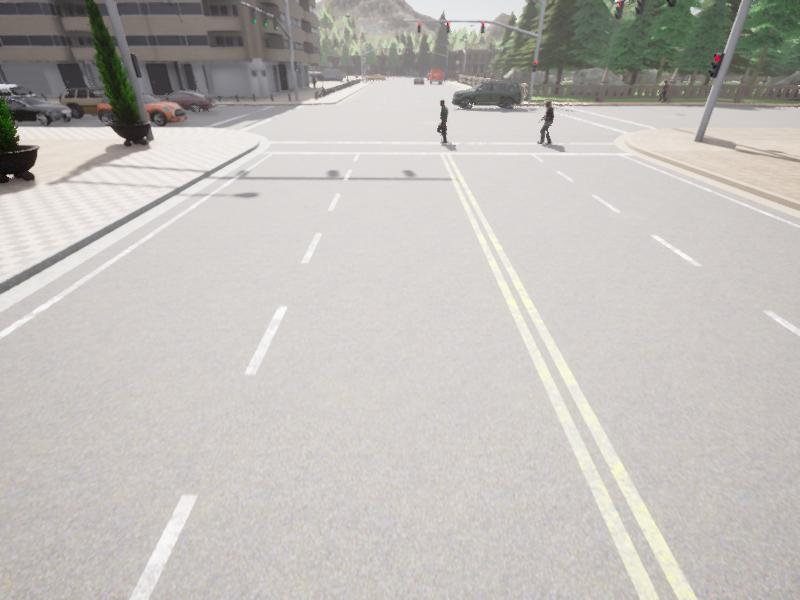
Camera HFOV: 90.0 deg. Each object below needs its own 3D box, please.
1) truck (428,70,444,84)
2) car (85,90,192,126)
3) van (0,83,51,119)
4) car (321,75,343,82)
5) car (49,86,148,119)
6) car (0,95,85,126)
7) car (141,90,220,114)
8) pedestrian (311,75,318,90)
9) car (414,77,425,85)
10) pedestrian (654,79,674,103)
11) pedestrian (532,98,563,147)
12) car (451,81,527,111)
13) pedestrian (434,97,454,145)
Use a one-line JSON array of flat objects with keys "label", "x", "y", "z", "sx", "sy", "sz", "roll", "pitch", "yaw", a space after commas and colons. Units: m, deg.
[{"label": "truck", "x": 7.251, "y": -45.323, "z": 81.350, "sx": 2.627, "sy": 2.467, "sz": 5.204, "roll": 0, "pitch": 30, "yaw": 0}, {"label": "car", "x": -15.240, "y": -11.339, "z": 23.602, "sx": 4.553, "sy": 1.767, "sz": 2.097, "roll": 0, "pitch": 30, "yaw": 1}, {"label": "van", "x": -26.707, "y": -13.265, "z": 26.658, "sx": 4.480, "sy": 2.038, "sz": 2.069, "roll": 0, "pitch": 30, "yaw": 0}, {"label": "car", "x": -15.582, "y": -50.848, "z": 91.849, "sx": 4.674, "sy": 1.442, "sz": 1.812, "roll": 1, "pitch": 30, "yaw": 1}, {"label": "car", "x": -19.919, "y": -13.166, "z": 26.651, "sx": 4.605, "sy": 1.855, "sz": 1.932, "roll": 0, "pitch": 30, "yaw": 0}, {"label": "car", "x": -22.190, "y": -11.254, "z": 23.735, "sx": 4.902, "sy": 1.511, "sz": 2.128, "roll": 0, "pitch": 30, "yaw": 0}, {"label": "car", "x": -16.208, "y": -14.724, "z": 29.757, "sx": 4.674, "sy": 1.442, "sz": 1.812, "roll": 0, "pitch": 30, "yaw": 0}, {"label": "pedestrian", "x": -12.113, "y": -30.744, "z": 56.586, "sx": 0.751, "sy": 1.860, "sz": 0.751, "roll": -4, "pitch": 30, "yaw": -7}, {"label": "car", "x": 3.736, "y": -43.109, "z": 78.652, "sx": 1.994, "sy": 1.385, "sz": 4.181, "roll": 0, "pitch": 30, "yaw": 1}, {"label": "pedestrian", "x": 23.396, "y": -18.481, "z": 35.451, "sx": 0.751, "sy": 1.860, "sz": 0.751, "roll": 1, "pitch": 30, "yaw": 1}, {"label": "pedestrian", "x": 6.348, "y": -7.680, "z": 17.326, "sx": 0.751, "sy": 1.860, "sz": 0.751, "roll": 0, "pitch": 30, "yaw": 0}, {"label": "car", "x": 7.078, "y": -16.607, "z": 32.484, "sx": 5.566, "sy": 2.045, "sz": 2.150, "roll": 0, "pitch": 30, "yaw": 1}, {"label": "pedestrian", "x": 1.910, "y": -7.866, "z": 17.625, "sx": 0.751, "sy": 1.860, "sz": 0.751, "roll": 1, "pitch": 30, "yaw": 1}]
